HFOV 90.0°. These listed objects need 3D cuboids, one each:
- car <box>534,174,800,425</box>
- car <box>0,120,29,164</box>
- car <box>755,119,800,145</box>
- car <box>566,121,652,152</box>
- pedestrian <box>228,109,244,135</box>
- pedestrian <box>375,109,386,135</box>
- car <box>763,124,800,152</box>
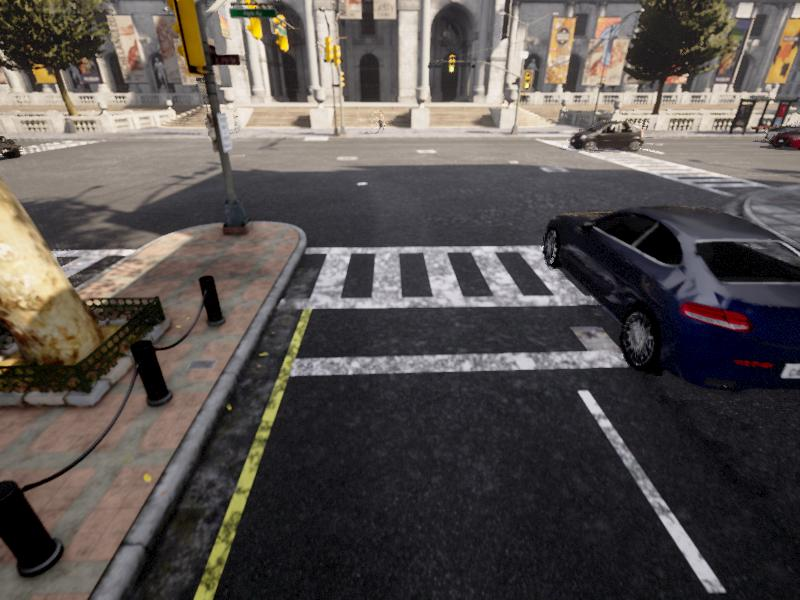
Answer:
[{"bbox_3d":[3.939,-0.585,6.010,2.152,1.651,5.027,0,27,1],"label":"car"},{"bbox_3d":[-21.902,-8.004,20.231,3.866,1.878,1.905,-1,27,-2],"label":"car"},{"bbox_3d":[28.303,-11.711,27.833,4.902,1.511,2.128,-1,27,-1],"label":"car"},{"bbox_3d":[12.556,-9.941,24.292,3.988,1.617,1.851,-1,27,-1],"label":"car"},{"bbox_3d":[-13.349,-14.530,32.615,0.751,1.860,0.751,-1,27,-2],"label":"pedestrian"},{"bbox_3d":[-1.547,-14.509,32.563,0.751,1.860,0.751,-5,28,-9],"label":"pedestrian"},{"bbox_3d":[25.525,-10.015,24.681,4.181,1.385,1.994,-1,27,-2],"label":"car"}]
